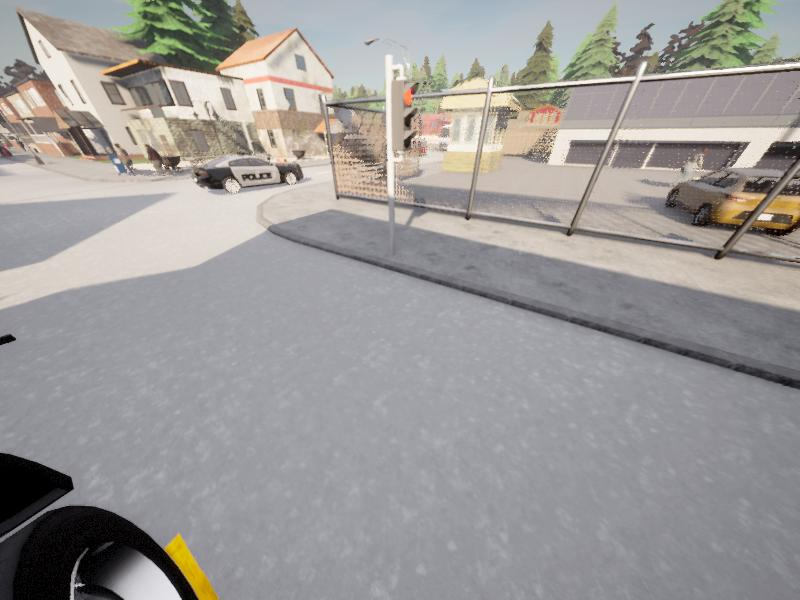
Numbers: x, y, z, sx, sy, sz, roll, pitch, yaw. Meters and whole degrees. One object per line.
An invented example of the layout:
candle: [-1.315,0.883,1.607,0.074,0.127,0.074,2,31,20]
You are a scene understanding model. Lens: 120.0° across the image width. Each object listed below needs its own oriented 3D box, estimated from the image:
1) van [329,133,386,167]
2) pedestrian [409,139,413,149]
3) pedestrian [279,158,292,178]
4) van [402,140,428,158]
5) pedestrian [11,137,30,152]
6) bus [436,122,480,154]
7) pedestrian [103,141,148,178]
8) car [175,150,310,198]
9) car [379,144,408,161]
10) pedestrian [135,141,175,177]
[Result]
van: [-3.972,-15.018,23.002,1.988,2.561,5.915,20,40,25]
pedestrian: [2.471,-35.093,51.909,0.751,1.860,0.751,10,36,13]
pedestrian: [-7.552,-8.722,15.246,0.500,1.100,0.500,-14,38,-20]
van: [2.094,-20.772,31.692,1.775,1.987,4.442,18,39,24]
pedestrian: [-59.876,-24.524,36.465,0.751,1.860,0.751,21,40,26]
bus: [9.980,-29.108,41.609,3.944,4.253,10.273,-4,36,-6]
pedestrian: [-16.717,-8.586,14.132,0.751,1.860,0.751,-7,36,-10]
car: [-7.660,-6.725,11.984,1.930,1.638,5.238,23,40,28]
car: [-0.693,-17.877,27.938,1.789,1.549,3.705,19,39,24]
pedestrian: [-15.201,-8.761,14.392,0.751,1.860,0.751,-6,36,-9]
